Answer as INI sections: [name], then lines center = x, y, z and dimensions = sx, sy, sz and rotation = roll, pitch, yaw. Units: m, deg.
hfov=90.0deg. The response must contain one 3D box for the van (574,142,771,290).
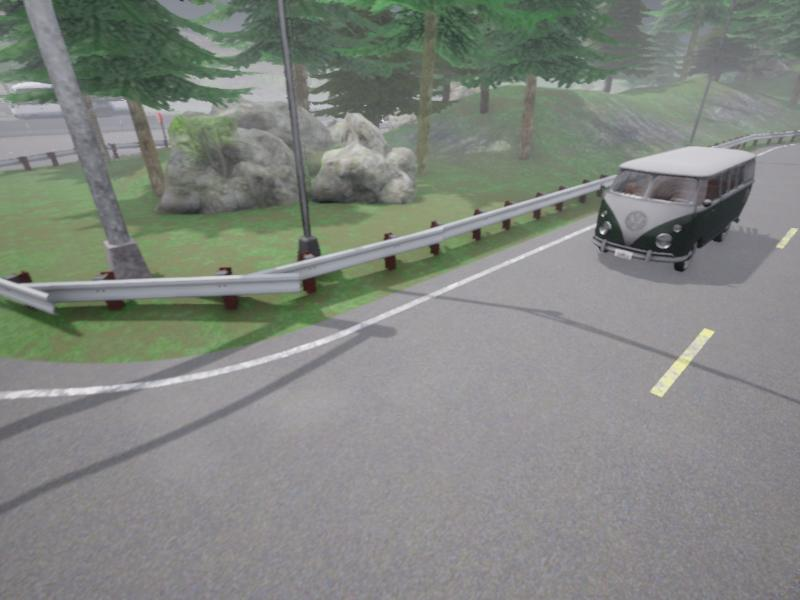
[van]
center = 5.819, -2.048, 8.464
dimensions = 4.442, 1.987, 1.775
rotation = -22, 35, -36

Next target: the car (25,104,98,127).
[car]
center = -36.983, -20.243, 43.870
dimensions = 5.566, 2.045, 2.150
rotation = -22, 35, -36

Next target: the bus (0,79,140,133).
[bus]
center = -33.921, -20.272, 41.465
dimensions = 10.273, 4.253, 3.944
rotation = -25, 36, -35
